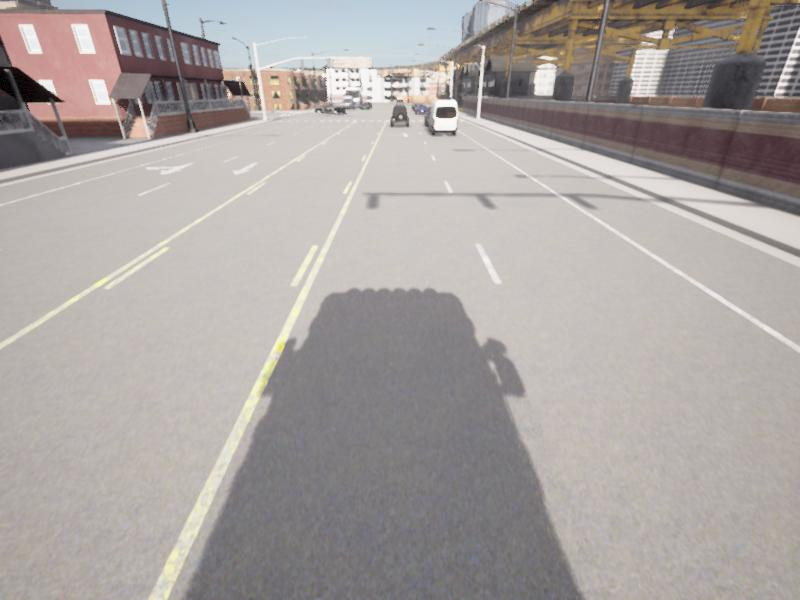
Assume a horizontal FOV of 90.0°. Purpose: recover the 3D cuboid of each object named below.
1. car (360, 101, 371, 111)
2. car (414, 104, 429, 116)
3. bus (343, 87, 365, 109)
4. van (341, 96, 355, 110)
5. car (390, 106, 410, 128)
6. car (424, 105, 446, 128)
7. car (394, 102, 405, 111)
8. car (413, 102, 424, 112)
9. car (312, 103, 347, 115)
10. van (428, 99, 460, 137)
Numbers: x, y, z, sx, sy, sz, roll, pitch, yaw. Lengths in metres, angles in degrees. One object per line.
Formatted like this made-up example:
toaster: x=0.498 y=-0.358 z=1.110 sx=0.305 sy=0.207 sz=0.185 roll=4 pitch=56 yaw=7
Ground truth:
car: x=-7.051 y=-39.391 z=81.186 sx=1.851 sy=1.617 sz=3.988 roll=0 pitch=27 yaw=0
car: x=3.461 y=-30.640 z=64.388 sx=2.152 sy=1.651 sz=5.027 roll=0 pitch=27 yaw=0
bus: x=-10.439 y=-46.454 z=91.903 sx=3.944 sy=4.253 sz=10.273 roll=0 pitch=27 yaw=0
van: x=-10.555 y=-40.263 z=81.751 sx=1.988 sy=2.561 sz=5.915 roll=0 pitch=27 yaw=0
car: x=-0.024 y=-18.412 z=40.147 sx=1.905 sy=1.878 sz=3.866 roll=0 pitch=27 yaw=0
car: x=3.476 y=-18.474 z=40.243 sx=1.905 sy=1.878 sz=3.866 roll=0 pitch=27 yaw=0
car: x=-0.047 y=-37.876 z=78.264 sx=2.163 sy=1.488 sz=4.792 roll=0 pitch=27 yaw=0
car: x=3.455 y=-36.287 z=75.098 sx=1.882 sy=1.535 sz=5.008 roll=0 pitch=27 yaw=0
car: x=-11.231 y=-30.412 z=63.721 sx=5.238 sy=1.638 sz=1.930 roll=10 pitch=29 yaw=19
van: x=3.483 y=-15.090 z=32.989 sx=1.988 sy=2.561 sz=5.915 roll=0 pitch=27 yaw=0
